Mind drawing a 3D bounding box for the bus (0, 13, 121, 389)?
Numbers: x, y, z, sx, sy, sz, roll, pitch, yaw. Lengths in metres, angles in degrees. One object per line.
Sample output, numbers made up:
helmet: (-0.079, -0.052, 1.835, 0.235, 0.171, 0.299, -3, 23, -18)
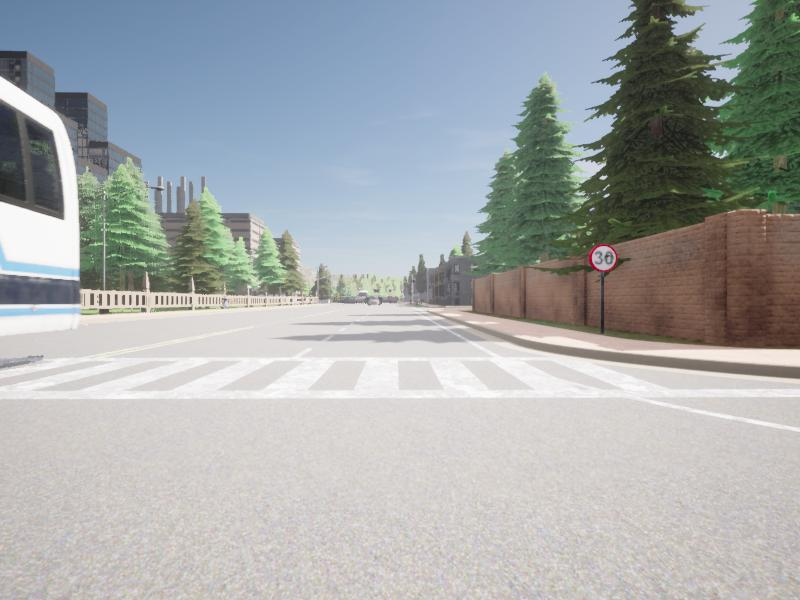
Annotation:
bus: (-6.081, -1.131, 1.645, 3.944, 4.253, 10.273, 0, 0, -9)

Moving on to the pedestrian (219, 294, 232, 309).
pedestrian: (-15.177, 0.165, 34.800, 0.751, 1.300, 0.751, 0, 0, -3)
